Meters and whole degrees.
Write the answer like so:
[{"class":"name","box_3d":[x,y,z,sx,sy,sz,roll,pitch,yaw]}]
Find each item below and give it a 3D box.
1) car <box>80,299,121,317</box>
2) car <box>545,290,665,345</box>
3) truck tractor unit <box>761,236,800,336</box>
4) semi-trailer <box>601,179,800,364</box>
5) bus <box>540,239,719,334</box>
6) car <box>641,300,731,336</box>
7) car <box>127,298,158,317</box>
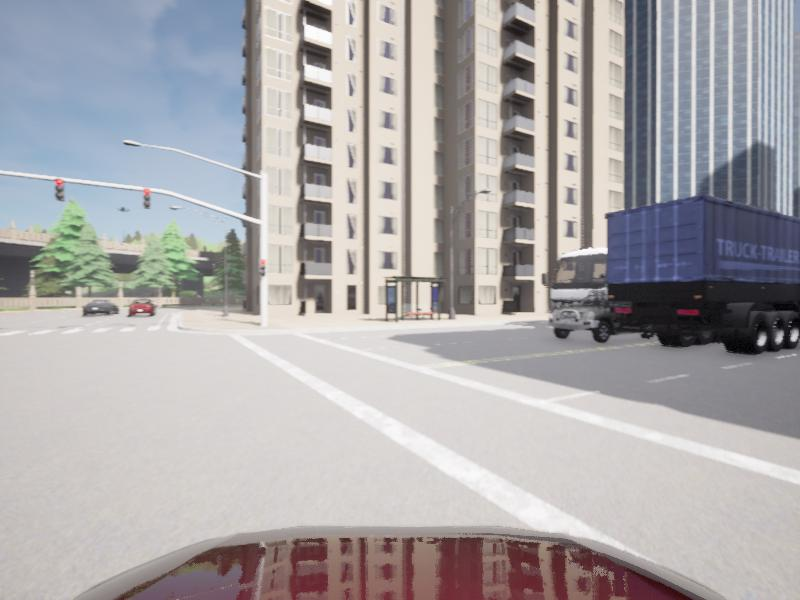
[{"class":"car","box_3d":[-26.015,0.657,34.926,1.994,1.385,4.181,0,0,-24]},{"class":"car","box_3d":[7.974,0.571,15.495,4.605,1.855,1.932,0,0,-30]},{"class":"truck tractor unit","box_3d":[19.703,-0.622,18.129,6.516,4.208,3.053,-1,1,-30]},{"class":"semi-trailer","box_3d":[12.832,-0.690,14.211,14.254,4.402,2.717,0,0,-30]},{"class":"bus","box_3d":[12.927,-0.658,22.194,10.273,4.253,3.944,0,0,-30]},{"class":"car","box_3d":[13.206,0.753,18.470,3.806,1.475,1.970,0,0,-30]},{"class":"car","box_3d":[-21.537,0.611,33.561,1.816,1.474,4.193,0,0,-28]}]
